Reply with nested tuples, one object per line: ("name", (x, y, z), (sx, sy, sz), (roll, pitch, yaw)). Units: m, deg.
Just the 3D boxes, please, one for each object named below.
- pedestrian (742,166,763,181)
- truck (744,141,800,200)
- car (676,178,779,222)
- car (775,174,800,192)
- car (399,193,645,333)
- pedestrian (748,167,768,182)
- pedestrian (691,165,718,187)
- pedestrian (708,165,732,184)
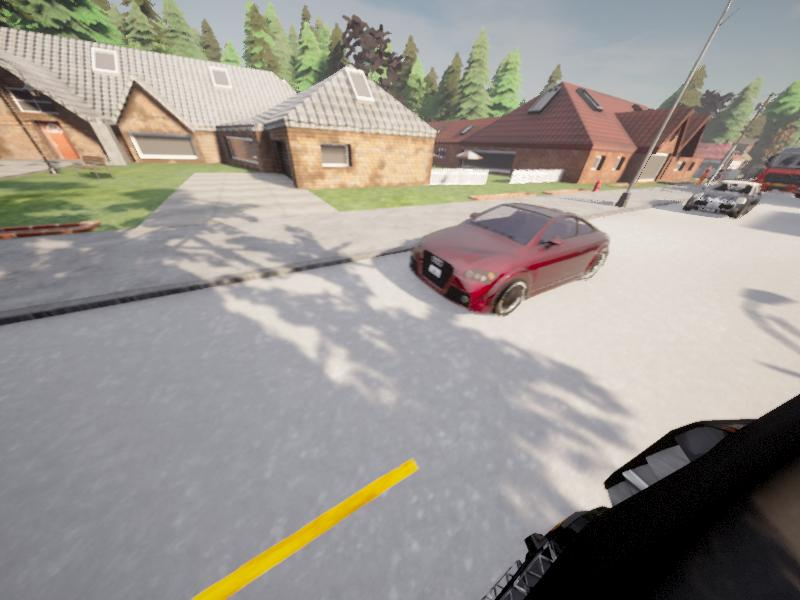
("pedestrian", (51.798, -18.548, 33.944), (0.751, 1.860, 0.751), (-13, 37, -23))
("truck", (35.014, -11.351, 20.281), (8.468, 3.827, 2.891), (-16, 38, -26))
("car", (16.369, -5.124, 11.591), (3.806, 1.475, 1.970), (-16, 38, -26))
("car", (44.775, -13.155, 25.842), (4.902, 1.511, 2.128), (-16, 38, -26))
("car", (2.310, -1.112, 4.565), (4.181, 1.385, 1.994), (-16, 38, -26))
("pedestrian", (52.485, -18.458, 33.861), (0.751, 1.860, 0.751), (-20, 40, -31))
("pedestrian", (29.405, -11.991, 22.344), (0.751, 1.860, 0.751), (-22, 41, -33))
("pedestrian", (36.315, -14.229, 26.245), (0.751, 1.860, 0.751), (-20, 40, -31))
